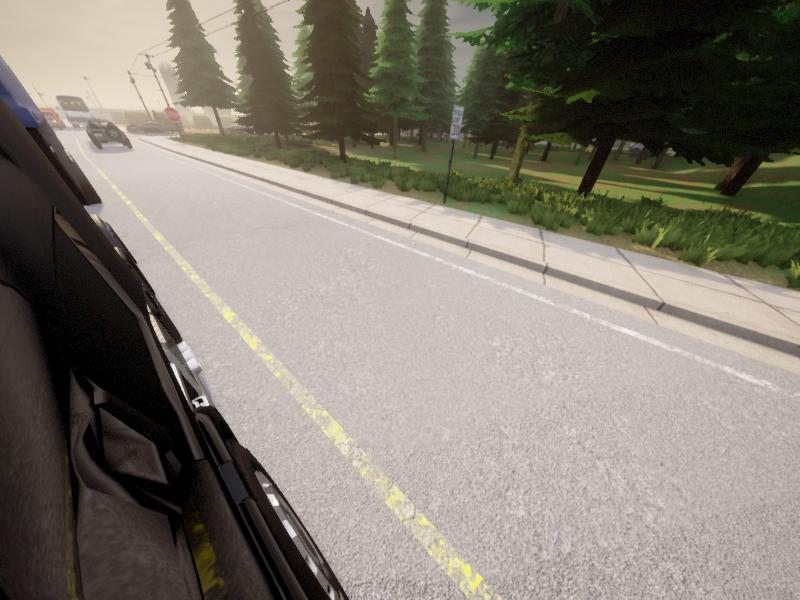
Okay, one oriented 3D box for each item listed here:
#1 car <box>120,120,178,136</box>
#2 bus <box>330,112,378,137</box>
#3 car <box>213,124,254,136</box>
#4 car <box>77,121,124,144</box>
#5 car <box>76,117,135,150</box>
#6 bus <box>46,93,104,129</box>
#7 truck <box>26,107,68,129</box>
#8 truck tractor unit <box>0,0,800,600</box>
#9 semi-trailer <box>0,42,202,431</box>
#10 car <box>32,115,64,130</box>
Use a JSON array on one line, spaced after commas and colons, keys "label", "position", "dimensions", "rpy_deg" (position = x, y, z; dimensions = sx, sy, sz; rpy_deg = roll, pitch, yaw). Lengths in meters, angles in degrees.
[{"label": "car", "position": [-34.710, -23.858, 32.097], "dimensions": [2.128, 1.511, 4.902], "rpy_deg": [25, 42, 27]}, {"label": "bus", "position": [-10.075, -39.364, 52.084], "dimensions": [3.944, 4.253, 10.273], "rpy_deg": [27, 43, 29]}, {"label": "car", "position": [-28.019, -28.715, 39.013], "dimensions": [2.128, 1.511, 4.902], "rpy_deg": [27, 43, 29]}, {"label": "car", "position": [-27.667, -15.548, 21.376], "dimensions": [4.514, 1.525, 2.007], "rpy_deg": [31, 45, 33]}, {"label": "car", "position": [-22.797, -12.926, 17.887], "dimensions": [4.605, 1.855, 1.932], "rpy_deg": [29, 44, 31]}, {"label": "bus", "position": [-56.340, -32.666, 40.149], "dimensions": [10.273, 4.253, 3.944], "rpy_deg": [29, 44, 31]}, {"label": "truck", "position": [-55.183, -28.566, 36.240], "dimensions": [5.204, 2.467, 2.627], "rpy_deg": [29, 44, 31]}, {"label": "truck tractor unit", "position": [-2.645, -0.295, 0.351], "dimensions": [6.516, 4.208, 3.053], "rpy_deg": [28, 44, 30]}, {"label": "semi-trailer", "position": [-8.703, -3.604, 4.219], "dimensions": [14.254, 4.402, 2.717], "rpy_deg": [28, 44, 30]}, {"label": "car", "position": [-50.048, -25.314, 32.940], "dimensions": [3.988, 1.617, 1.851], "rpy_deg": [29, 44, 31]}]
